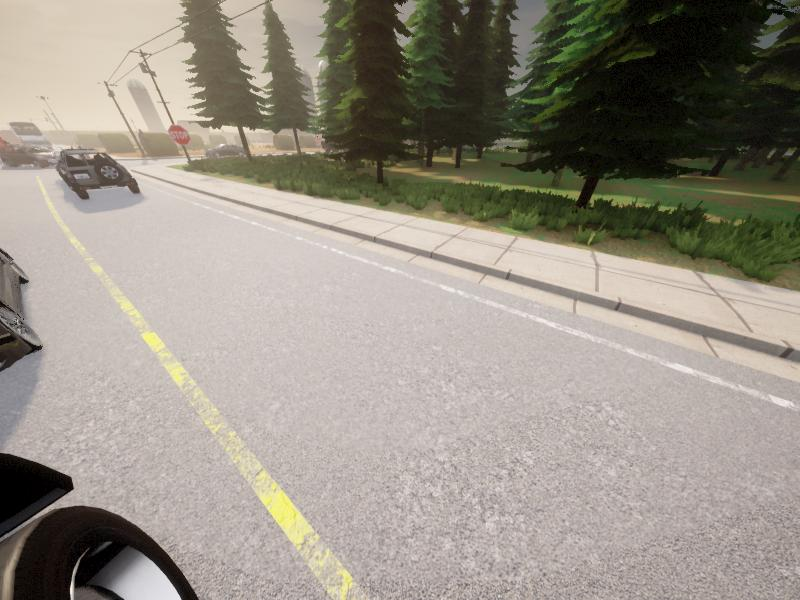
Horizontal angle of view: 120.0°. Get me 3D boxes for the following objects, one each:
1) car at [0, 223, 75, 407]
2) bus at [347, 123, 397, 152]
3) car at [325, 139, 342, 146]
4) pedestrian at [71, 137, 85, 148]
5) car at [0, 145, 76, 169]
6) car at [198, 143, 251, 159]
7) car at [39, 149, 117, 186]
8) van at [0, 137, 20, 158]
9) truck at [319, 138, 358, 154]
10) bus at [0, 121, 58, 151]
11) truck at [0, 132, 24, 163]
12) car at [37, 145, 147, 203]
[{"bbox_3d":[-6.391,-0.082,2.691,4.902,1.511,2.128,22,41,28],"label":"car"},{"bbox_3d":[-5.181,-32.254,46.045,3.944,4.253,10.273,21,40,27],"label":"bus"},{"bbox_3d":[-20.741,-49.153,72.029,4.553,1.767,2.097,21,40,26],"label":"car"},{"bbox_3d":[-67.017,-32.772,48.052,0.751,1.860,0.751,15,38,19],"label":"pedestrian"},{"bbox_3d":[-31.147,-12.186,19.613,3.988,1.617,1.851,3,35,4],"label":"car"},{"bbox_3d":[-22.853,-19.546,30.251,2.128,1.511,4.902,21,40,27],"label":"car"},{"bbox_3d":[-19.328,-8.059,13.887,4.514,1.525,2.007,25,42,31],"label":"car"},{"bbox_3d":[-51.283,-19.515,29.489,4.480,2.038,2.069,23,41,29],"label":"van"},{"bbox_3d":[-10.481,-26.731,40.033,2.390,2.098,6.274,21,40,27],"label":"truck"},{"bbox_3d":[-70.187,-31.023,43.768,10.273,4.253,3.944,23,41,29],"label":"bus"},{"bbox_3d":[-43.344,-16.284,24.529,5.204,2.467,2.627,25,42,28],"label":"truck"},{"bbox_3d":[-14.103,-5.924,10.586,4.605,1.855,1.932,23,41,29],"label":"car"}]
